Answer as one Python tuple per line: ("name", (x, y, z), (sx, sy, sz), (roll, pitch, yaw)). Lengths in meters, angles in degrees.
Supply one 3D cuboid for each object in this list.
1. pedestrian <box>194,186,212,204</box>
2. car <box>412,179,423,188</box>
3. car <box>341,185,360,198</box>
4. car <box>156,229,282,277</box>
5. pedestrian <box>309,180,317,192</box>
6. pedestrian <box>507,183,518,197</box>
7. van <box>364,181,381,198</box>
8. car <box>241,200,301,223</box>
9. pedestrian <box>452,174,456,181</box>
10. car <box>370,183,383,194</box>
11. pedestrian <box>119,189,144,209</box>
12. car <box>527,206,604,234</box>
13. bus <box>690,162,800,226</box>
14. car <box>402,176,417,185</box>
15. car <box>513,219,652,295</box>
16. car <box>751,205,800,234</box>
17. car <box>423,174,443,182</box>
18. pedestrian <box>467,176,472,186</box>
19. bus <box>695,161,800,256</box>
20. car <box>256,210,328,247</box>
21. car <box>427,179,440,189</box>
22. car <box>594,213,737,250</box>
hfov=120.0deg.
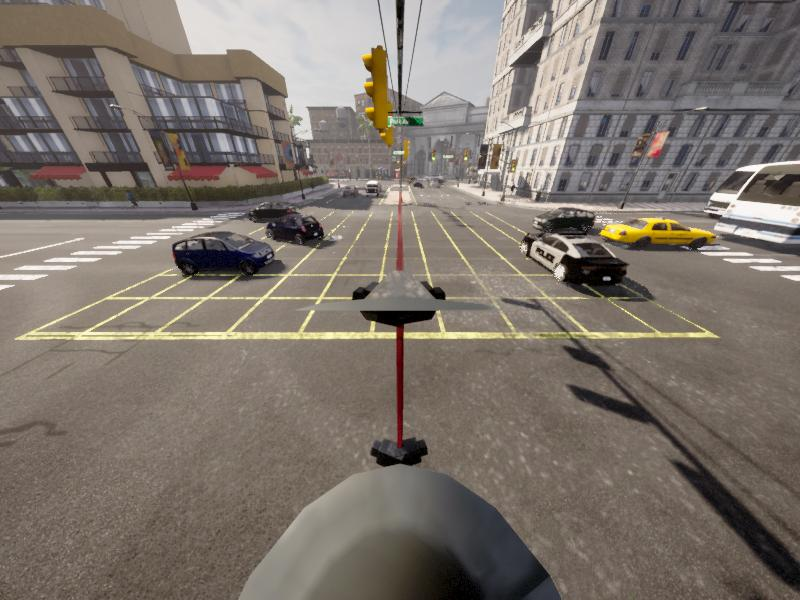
("pedestrian", (-23.218, -12.363, 27.205), (0.751, 1.860, 0.751), (-1, 30, -2))
("car", (3.869, -26.275, 51.929), (2.038, 1.542, 4.974), (0, 30, 0))
("car", (-7.682, -17.137, 36.245), (1.812, 1.442, 4.674), (0, 30, 0))
("car", (-7.592, -2.103, 10.099), (3.705, 1.549, 1.789), (0, 30, 0))
("pedestrian", (-14.903, -19.436, 39.456), (0.751, 1.860, 0.751), (0, 30, -1))
("pedestrian", (16.090, -15.696, 32.978), (0.751, 1.860, 0.751), (-2, 30, -4))
("van", (-4.179, -17.084, 35.556), (2.069, 2.038, 4.480), (0, 30, 0))
("car", (-10.583, -7.353, 19.185), (3.705, 1.549, 1.789), (0, 30, 0))
("pedestrian", (16.862, -38.314, 72.458), (0.751, 1.860, 0.751), (-8, 31, -13))
("car", (-4.167, -20.061, 41.308), (1.812, 1.442, 4.674), (0, 30, 0))
("pedestrian", (-27.506, -10.342, 23.706), (0.751, 1.860, 0.751), (1, 30, 1))
("car", (11.438, -5.630, 16.208), (3.705, 1.549, 1.789), (0, 30, 0))
("bus", (31.816, -8.515, 18.502), (10.273, 4.253, 3.944), (0, 30, 0))
("car", (2.468, -31.611, 60.881), (1.932, 1.855, 4.605), (-13, 32, -21))
("car", (7.233, -2.214, 10.199), (1.930, 1.638, 5.238), (0, 30, 0))
("car", (28.522, -5.679, 16.236), (3.988, 1.617, 1.851), (0, 30, 0))
("car", (9.776, -36.631, 69.413), (5.566, 2.045, 2.150), (0, 30, 1))
("pedestrian", (16.112, -27.598, 53.593), (0.751, 1.860, 0.751), (1, 30, 2))
("bus", (24.817, -5.130, 12.639), (10.273, 4.253, 3.944), (0, 30, 0))
("car", (-6.618, -4.493, 14.257), (3.633, 1.501, 1.845), (14, 33, 23))
("car", (7.362, -25.670, 50.880), (2.152, 1.651, 5.027), (0, 30, 0))
("car", (14.878, -3.969, 13.300), (5.366, 1.575, 1.801), (2, 30, 3))
